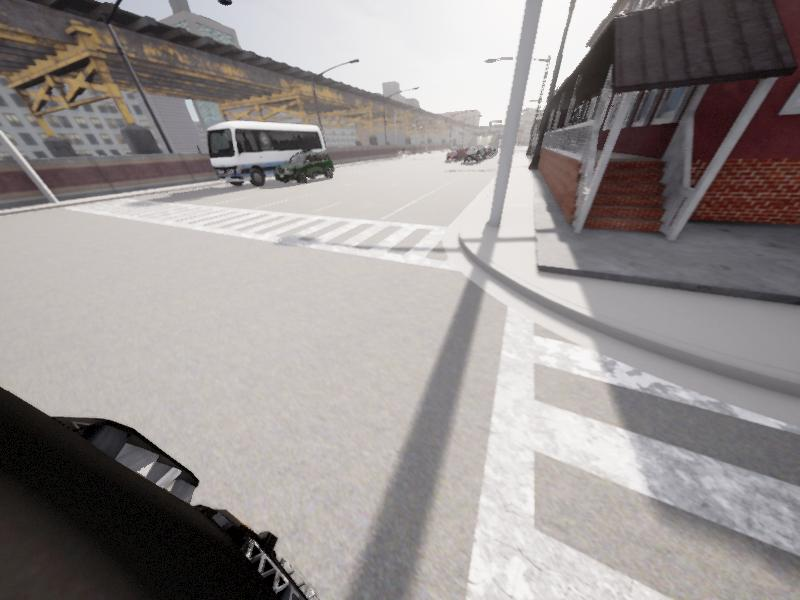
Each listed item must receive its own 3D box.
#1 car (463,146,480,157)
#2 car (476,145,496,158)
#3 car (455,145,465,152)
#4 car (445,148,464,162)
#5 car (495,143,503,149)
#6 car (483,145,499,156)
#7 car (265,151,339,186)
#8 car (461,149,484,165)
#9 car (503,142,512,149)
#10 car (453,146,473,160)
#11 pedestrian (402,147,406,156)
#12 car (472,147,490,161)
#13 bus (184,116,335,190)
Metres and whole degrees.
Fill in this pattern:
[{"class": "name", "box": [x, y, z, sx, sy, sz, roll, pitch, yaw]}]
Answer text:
[{"class": "car", "box": [13.904, -28.634, 44.491, 2.128, 1.511, 4.902, 12, 37, 22]}, {"class": "car", "box": [14.342, -24.624, 38.291, 2.242, 1.667, 4.611, 13, 37, 22]}, {"class": "car", "box": [19.573, -49.643, 75.473, 2.033, 1.649, 4.856, 12, 37, 22]}, {"class": "car", "box": [8.117, -21.457, 34.150, 1.845, 1.501, 3.633, 12, 37, 22]}, {"class": "car", "box": [36.515, -56.644, 84.876, 2.033, 1.411, 5.357, 12, 37, 22]}, {"class": "car", "box": [17.062, -28.061, 43.370, 2.007, 1.525, 4.514, 13, 37, 23]}, {"class": "car", "box": [-7.865, -11.132, 19.427, 2.150, 2.045, 5.566, 12, 37, 22]}, {"class": "car", "box": [9.241, -18.178, 29.215, 1.812, 1.442, 4.674, 12, 37, 22]}, {"class": "car", "box": [35.222, -50.509, 75.550, 2.033, 1.649, 4.856, 12, 37, 22]}, {"class": "car", "box": [10.585, -24.585, 38.526, 2.242, 1.667, 4.611, 12, 37, 22]}, {"class": "pedestrian", "box": [0.995, -36.766, 57.077, 0.751, 1.860, 0.751, 0, 34, 4]}, {"class": "car", "box": [11.873, -21.483, 33.894, 1.845, 1.501, 3.633, 12, 37, 22]}, {"class": "bus", "box": [-10.897, -12.824, 20.214, 3.944, 4.253, 10.273, 12, 37, 22]}]
